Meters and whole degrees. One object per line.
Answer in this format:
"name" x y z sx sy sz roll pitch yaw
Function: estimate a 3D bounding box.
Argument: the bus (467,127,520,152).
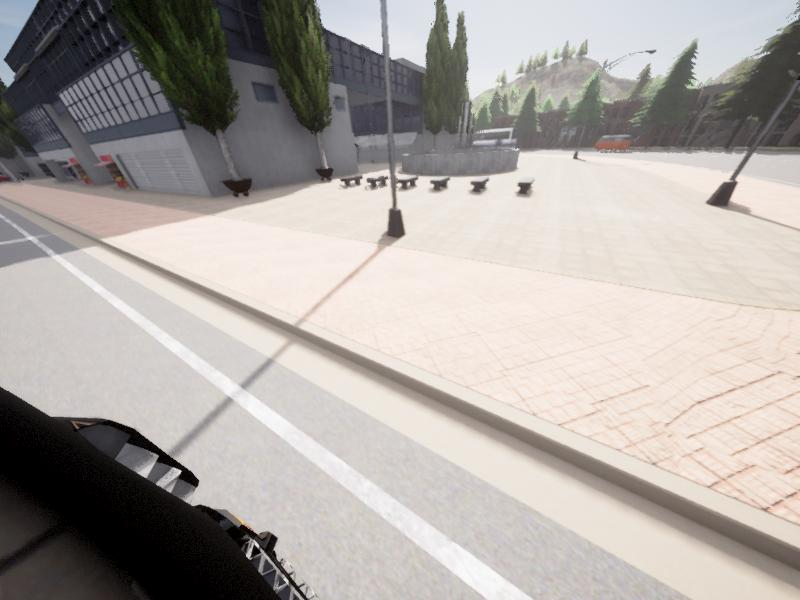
"bus" 21.441 -37.174 53.903 10.273 4.253 3.944 27 44 37

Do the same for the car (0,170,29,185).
"car" -57.507 -17.575 33.270 1.789 1.549 3.705 11 36 20

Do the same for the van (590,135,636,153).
"van" 30.344 -22.411 33.209 1.775 1.987 4.442 -7 34 -7
